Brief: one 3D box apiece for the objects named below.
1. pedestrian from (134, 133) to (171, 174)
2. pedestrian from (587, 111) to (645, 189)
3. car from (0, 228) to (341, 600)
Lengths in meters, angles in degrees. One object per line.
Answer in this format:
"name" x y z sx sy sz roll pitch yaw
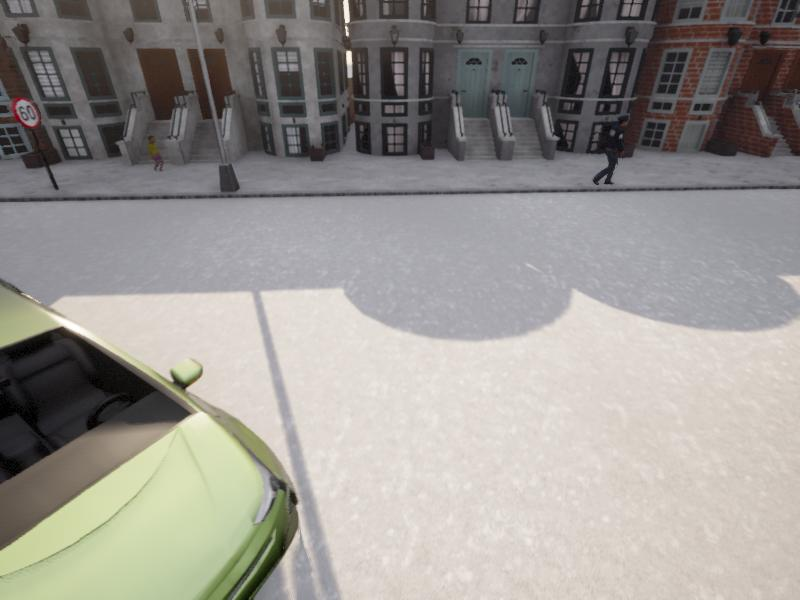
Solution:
"pedestrian" -7.677 -4.558 12.441 0.500 1.100 0.500 3 31 6
"pedestrian" 5.787 -4.047 10.808 0.751 1.860 0.751 2 30 4
"car" -2.895 0.914 2.923 4.514 1.525 2.007 17 34 27
